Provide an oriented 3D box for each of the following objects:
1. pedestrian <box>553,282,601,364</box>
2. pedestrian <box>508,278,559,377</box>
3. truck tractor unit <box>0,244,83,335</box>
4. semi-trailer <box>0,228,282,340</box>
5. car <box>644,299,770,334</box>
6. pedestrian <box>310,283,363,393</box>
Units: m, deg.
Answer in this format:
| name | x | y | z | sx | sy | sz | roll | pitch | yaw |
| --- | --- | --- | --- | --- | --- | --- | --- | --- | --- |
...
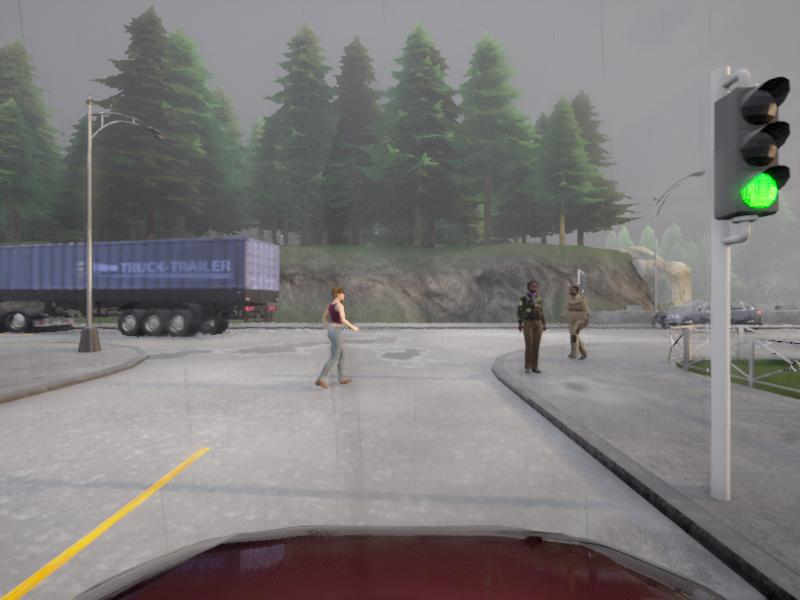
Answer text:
| name | x | y | z | sx | sy | sz | roll | pitch | yaw |
| --- | --- | --- | --- | --- | --- | --- | --- | --- | --- |
| pedestrian | 4.236 | 0.532 | 9.610 | 0.751 | 1.860 | 0.751 | 0 | 0 | -29 |
| pedestrian | 2.632 | 0.522 | 7.960 | 0.751 | 1.860 | 0.751 | 0 | 0 | -4 |
| truck tractor unit | -20.417 | -0.489 | 20.110 | 6.516 | 4.208 | 3.053 | 0 | 0 | 1 |
| semi-trailer | -12.658 | -0.611 | 18.699 | 14.254 | 4.402 | 2.717 | 0 | -1 | 14 |
| car | 15.301 | 0.773 | 20.163 | 4.611 | 1.667 | 2.242 | 0 | 0 | 0 |
| pedestrian | -1.164 | 0.643 | 7.275 | 0.751 | 1.860 | 0.751 | 0 | 0 | -29 |
